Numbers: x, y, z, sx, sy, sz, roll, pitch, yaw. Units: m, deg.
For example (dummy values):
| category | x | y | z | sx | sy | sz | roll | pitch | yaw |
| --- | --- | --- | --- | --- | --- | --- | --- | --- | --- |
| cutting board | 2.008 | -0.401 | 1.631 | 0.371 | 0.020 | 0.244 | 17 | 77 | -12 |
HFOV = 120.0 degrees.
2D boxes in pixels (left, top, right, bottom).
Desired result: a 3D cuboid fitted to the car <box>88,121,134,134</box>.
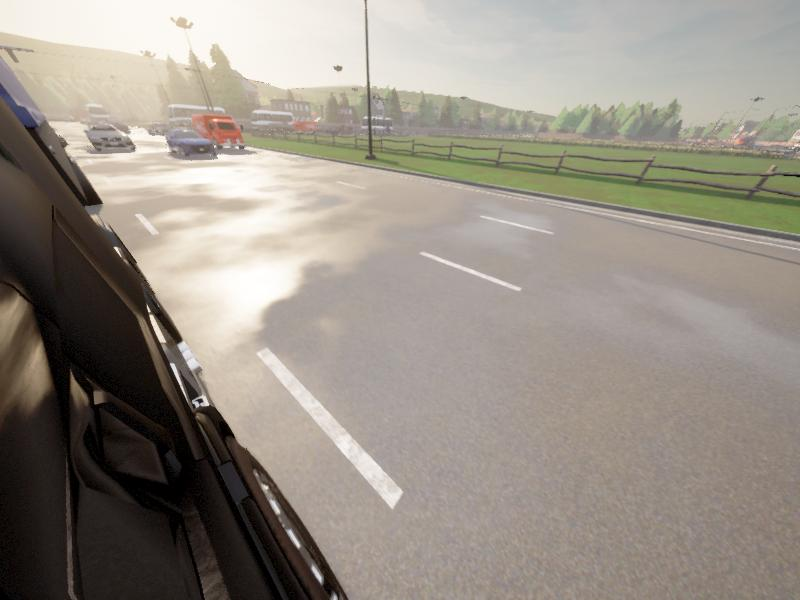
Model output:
| category | x | y | z | sx | sy | sz | roll | pitch | yaw |
| --- | --- | --- | --- | --- | --- | --- | --- | --- | --- |
| car | -42.732 | -25.652 | 34.320 | 1.994 | 1.385 | 4.181 | -4 | 37 | -9 |

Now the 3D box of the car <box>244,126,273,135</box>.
| category | x | y | z | sx | sy | sz | roll | pitch | yaw |
| --- | --- | --- | --- | --- | --- | --- | --- | --- | --- |
| car | -27.767 | -33.383 | 45.508 | 1.994 | 1.385 | 4.181 | 27 | 43 | 29 |

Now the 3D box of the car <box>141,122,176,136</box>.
| category | x | y | z | sx | sy | sz | roll | pitch | yaw |
| --- | --- | --- | --- | --- | --- | --- | --- | --- | --- |
| car | -35.467 | -25.190 | 34.029 | 1.970 | 1.475 | 3.806 | -9 | 38 | -15 |

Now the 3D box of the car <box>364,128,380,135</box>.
| category | x | y | z | sx | sy | sz | roll | pitch | yaw |
| --- | --- | --- | --- | --- | --- | --- | --- | --- | --- |
| car | -8.882 | -53.210 | 72.945 | 1.882 | 1.535 | 5.008 | 28 | 44 | 30 |

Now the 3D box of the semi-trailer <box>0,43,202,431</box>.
| category | x | y | z | sx | sy | sz | roll | pitch | yaw |
| --- | --- | --- | --- | --- | --- | --- | --- | --- | --- |
| semi-trailer | -8.710 | -3.587 | 4.232 | 14.254 | 4.402 | 2.717 | 28 | 44 | 30 |

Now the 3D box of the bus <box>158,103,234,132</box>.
| category | x | y | z | sx | sy | sz | roll | pitch | yaw |
| --- | --- | --- | --- | --- | --- | --- | --- | --- | --- |
| bus | -41.751 | -37.635 | 47.985 | 3.944 | 4.253 | 10.273 | 26 | 43 | 28 |

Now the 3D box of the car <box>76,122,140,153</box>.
| category | x | y | z | sx | sy | sz | roll | pitch | yaw |
| --- | --- | --- | --- | --- | --- | --- | --- | --- | --- |
| car | -22.346 | -12.460 | 17.645 | 5.027 | 1.651 | 2.152 | 29 | 44 | 31 |

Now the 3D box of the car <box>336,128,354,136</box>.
| category | x | y | z | sx | sy | sz | roll | pitch | yaw |
| --- | --- | --- | --- | --- | --- | --- | --- | --- | --- |
| car | -13.992 | -42.996 | 59.142 | 1.994 | 1.385 | 4.181 | 28 | 44 | 30 |

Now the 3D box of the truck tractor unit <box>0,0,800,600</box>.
| category | x | y | z | sx | sy | sz | roll | pitch | yaw |
| --- | --- | --- | --- | --- | --- | --- | --- | --- | --- |
| truck tractor unit | -2.645 | -0.295 | 0.351 | 6.516 | 4.208 | 3.053 | 28 | 44 | 30 |

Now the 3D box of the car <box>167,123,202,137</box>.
| category | x | y | z | sx | sy | sz | roll | pitch | yaw |
| --- | --- | --- | --- | --- | --- | --- | --- | --- | --- |
| car | -32.140 | -25.478 | 34.562 | 2.007 | 1.525 | 4.514 | -8 | 38 | -13 |

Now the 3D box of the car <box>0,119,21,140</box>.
| category | x | y | z | sx | sy | sz | roll | pitch | yaw |
| --- | --- | --- | --- | --- | --- | --- | --- | --- | --- |
| car | -37.970 | -15.755 | 21.303 | 1.812 | 1.442 | 4.674 | -25 | 45 | -32 |

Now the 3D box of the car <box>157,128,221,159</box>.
| category | x | y | z | sx | sy | sz | roll | pitch | yaw |
| --- | --- | --- | --- | --- | --- | --- | --- | --- | --- |
| car | -15.212 | -11.337 | 16.624 | 5.008 | 1.535 | 1.882 | 28 | 44 | 30 |

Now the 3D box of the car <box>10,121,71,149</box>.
| category | x | y | z | sx | sy | sz | roll | pitch | yaw |
| --- | --- | --- | --- | --- | --- | --- | --- | --- | --- |
| car | -27.689 | -12.776 | 17.811 | 3.705 | 1.549 | 1.789 | 25 | 43 | 27 |

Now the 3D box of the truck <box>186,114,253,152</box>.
| category | x | y | z | sx | sy | sz | roll | pitch | yaw |
| --- | --- | --- | --- | --- | --- | --- | --- | --- | --- |
| truck | -16.113 | -14.965 | 20.642 | 5.204 | 2.467 | 2.627 | 28 | 44 | 30 |

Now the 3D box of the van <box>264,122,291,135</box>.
| category | x | y | z | sx | sy | sz | roll | pitch | yaw |
| --- | --- | --- | --- | --- | --- | --- | --- | --- | --- |
| van | -26.806 | -37.581 | 50.661 | 1.775 | 1.987 | 4.442 | 28 | 43 | 30 |

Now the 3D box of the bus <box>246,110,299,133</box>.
| category | x | y | z | sx | sy | sz | roll | pitch | yaw |
| --- | --- | --- | --- | --- | --- | --- | --- | --- | --- |
| bus | -31.847 | -44.889 | 58.244 | 3.944 | 4.253 | 10.273 | 27 | 43 | 29 |

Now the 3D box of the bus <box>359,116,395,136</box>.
| category | x | y | z | sx | sy | sz | roll | pitch | yaw |
| --- | --- | --- | --- | --- | --- | --- | --- | --- | --- |
| bus | -6.315 | -49.356 | 65.678 | 3.944 | 4.253 | 10.273 | 28 | 43 | 30 |

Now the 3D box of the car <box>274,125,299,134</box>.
| category | x | y | z | sx | sy | sz | roll | pitch | yaw |
| --- | --- | --- | --- | --- | --- | --- | --- | --- | --- |
| car | -26.929 | -40.592 | 55.097 | 2.163 | 1.488 | 4.792 | 28 | 44 | 30 |

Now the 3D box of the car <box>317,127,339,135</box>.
| category | x | y | z | sx | sy | sz | roll | pitch | yaw |
| --- | --- | --- | --- | --- | --- | --- | --- | --- | --- |
| car | -18.411 | -43.260 | 59.118 | 2.128 | 1.511 | 4.902 | 28 | 44 | 30 |

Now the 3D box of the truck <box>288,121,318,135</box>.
| category | x | y | z | sx | sy | sz | roll | pitch | yaw |
| --- | --- | --- | --- | --- | --- | --- | --- | --- | --- |
| truck | -21.474 | -38.203 | 51.384 | 2.627 | 2.467 | 5.204 | 28 | 44 | 30 |

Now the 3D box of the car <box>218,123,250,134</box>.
| category | x | y | z | sx | sy | sz | roll | pitch | yaw |
| --- | --- | --- | --- | --- | --- | --- | --- | --- | --- |
| car | -34.203 | -35.524 | 47.750 | 2.242 | 1.667 | 4.611 | 26 | 43 | 28 |

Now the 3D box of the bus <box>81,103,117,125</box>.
| category | x | y | z | sx | sy | sz | roll | pitch | yaw |
| --- | --- | --- | --- | --- | --- | --- | --- | --- | --- |
| bus | -83.414 | -51.399 | 63.986 | 10.273 | 4.253 | 3.944 | 28 | 44 | 30 |
